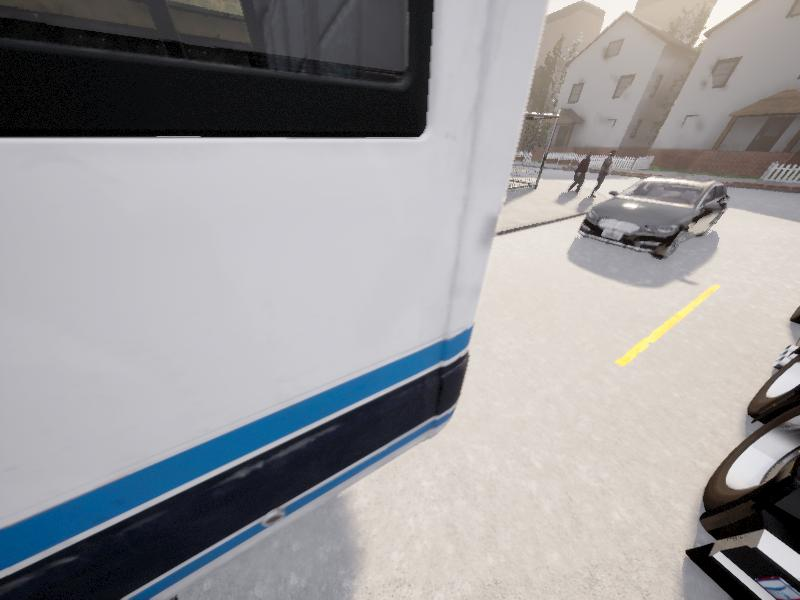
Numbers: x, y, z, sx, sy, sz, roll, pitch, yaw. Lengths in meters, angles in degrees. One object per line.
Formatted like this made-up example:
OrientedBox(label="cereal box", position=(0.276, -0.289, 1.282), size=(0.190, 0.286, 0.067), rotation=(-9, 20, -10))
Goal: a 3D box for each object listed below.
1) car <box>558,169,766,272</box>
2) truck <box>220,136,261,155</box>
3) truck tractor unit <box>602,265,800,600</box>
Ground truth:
OrientedBox(label="car", position=(7.019, -2.446, 6.240), size=(4.902, 1.511, 2.128), rotation=(-19, 39, -25))
OrientedBox(label="truck", position=(-27.659, -26.951, 40.265), size=(5.204, 2.467, 2.627), rotation=(-16, 38, -26))
OrientedBox(label="truck tractor unit", position=(5.111, -0.301, 0.780), size=(6.516, 4.208, 3.053), rotation=(-18, 39, -24))
